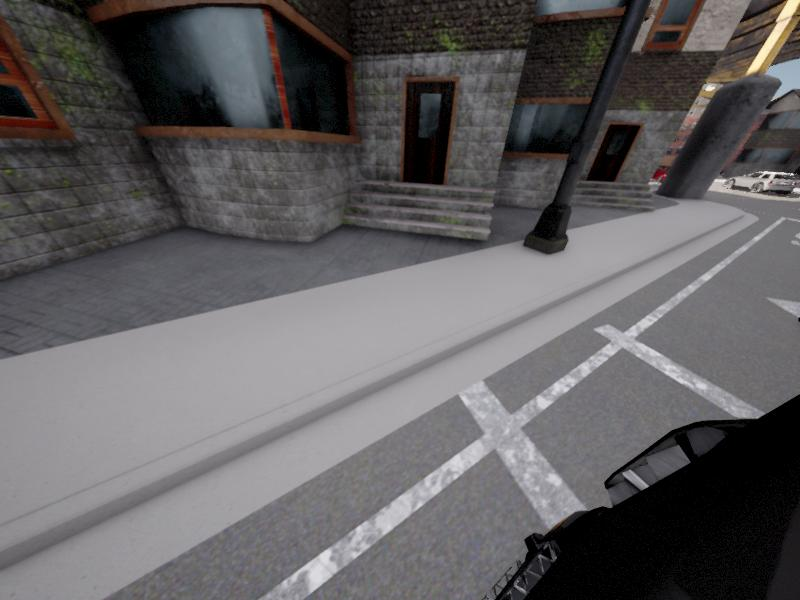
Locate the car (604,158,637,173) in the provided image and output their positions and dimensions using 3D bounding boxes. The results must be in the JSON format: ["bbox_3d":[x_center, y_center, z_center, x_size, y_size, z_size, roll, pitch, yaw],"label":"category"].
[{"bbox_3d":[35.501,-21.825,37.315,1.905,1.878,3.866,10,34,11],"label":"car"}]

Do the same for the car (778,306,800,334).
[{"bbox_3d":[8.142,-0.114,3.236,3.806,1.475,1.970,-14,37,-22],"label":"car"}]

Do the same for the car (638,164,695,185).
[{"bbox_3d":[27.724,-13.253,24.267,1.816,1.474,4.193,10,34,11],"label":"car"}]

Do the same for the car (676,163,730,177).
[{"bbox_3d":[47.866,-20.790,36.745,4.974,1.542,2.038,30,42,35],"label":"car"}]

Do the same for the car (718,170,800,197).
[{"bbox_3d":[29.468,-9.667,18.941,1.970,1.475,3.806,11,34,13],"label":"car"}]
